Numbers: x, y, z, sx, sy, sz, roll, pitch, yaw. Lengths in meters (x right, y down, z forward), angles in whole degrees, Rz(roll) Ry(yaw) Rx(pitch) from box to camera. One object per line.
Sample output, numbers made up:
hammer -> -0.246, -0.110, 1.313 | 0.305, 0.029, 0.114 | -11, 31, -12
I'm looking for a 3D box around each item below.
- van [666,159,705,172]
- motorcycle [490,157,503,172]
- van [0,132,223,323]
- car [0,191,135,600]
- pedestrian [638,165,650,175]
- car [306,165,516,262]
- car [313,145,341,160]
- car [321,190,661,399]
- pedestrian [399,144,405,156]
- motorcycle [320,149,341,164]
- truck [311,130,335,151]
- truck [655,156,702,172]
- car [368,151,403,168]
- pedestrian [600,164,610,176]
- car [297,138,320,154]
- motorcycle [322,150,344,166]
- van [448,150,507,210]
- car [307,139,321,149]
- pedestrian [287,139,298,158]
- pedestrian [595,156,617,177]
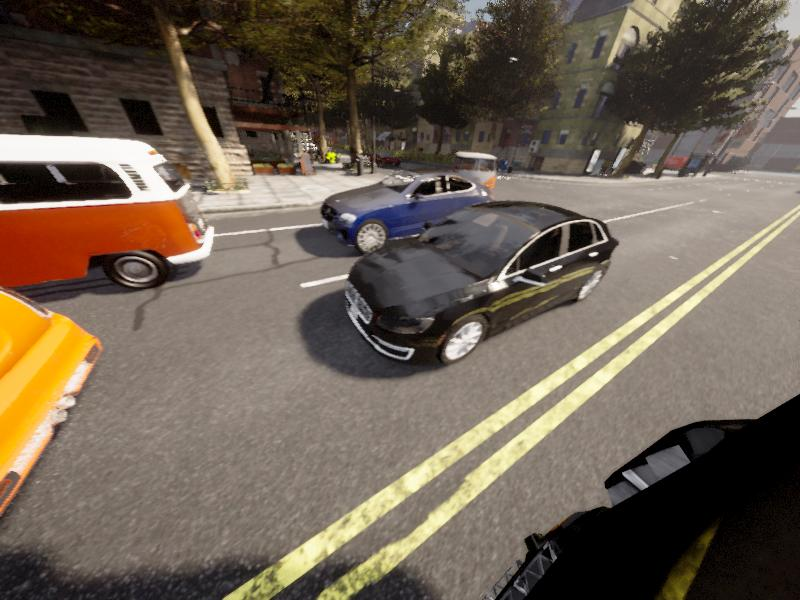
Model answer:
van -> 60.595, -28.622, 49.196 | 2.069, 2.038, 4.480 | -16, 38, -26
motorcycle -> 10.368, -14.584, 24.843 | 0.764, 1.277, 2.356 | 11, 34, 29
van -> -5.576, -1.103, 3.227 | 4.480, 2.038, 2.069 | -16, 39, -26
car -> -4.511, 0.963, 0.488 | 4.553, 1.767, 2.097 | -16, 39, -26
pedestrian -> 31.930, -16.987, 30.225 | 0.500, 1.100, 0.500 | -16, 39, -26
car -> 0.411, -2.668, 6.395 | 5.027, 1.651, 2.152 | -16, 39, -26
car -> -9.839, -19.805, 30.963 | 2.231, 1.521, 4.892 | -16, 39, -26
car -> 1.570, -0.679, 3.672 | 4.892, 1.490, 1.837 | -16, 39, -26
pedestrian -> 0.320, -28.766, 44.330 | 0.751, 1.860, 0.751 | -17, 39, -27
motorcycle -> -6.930, -14.441, 23.216 | 0.856, 1.236, 1.805 | 20, 38, 23
truck -> -17.934, -37.132, 53.734 | 2.891, 3.827, 8.468 | -16, 39, -26
truck -> 57.403, -28.113, 47.794 | 2.627, 2.467, 5.204 | -16, 38, -26
car -> -1.694, -15.696, 25.718 | 1.895, 1.301, 4.718 | -16, 39, -26
pedestrian -> 23.124, -14.654, 26.067 | 0.500, 1.100, 0.500 | 23, 39, 27
car -> -16.420, -27.468, 41.205 | 2.435, 2.045, 5.566 | -16, 39, -26
motorcycle -> -6.482, -13.852, 22.458 | 0.803, 1.145, 2.033 | 28, 40, 17
van -> 3.437, -5.999, 11.227 | 1.775, 1.987, 4.442 | 7, 34, 5
car -> -22.704, -41.133, 60.827 | 2.150, 2.045, 5.566 | -16, 39, -26
pedestrian -> -12.597, -17.749, 27.063 | 0.751, 1.860, 0.751 | -19, 40, -29
pedestrian -> 21.989, -14.257, 24.712 | 0.751, 1.860, 0.751 | -5, 35, -11
